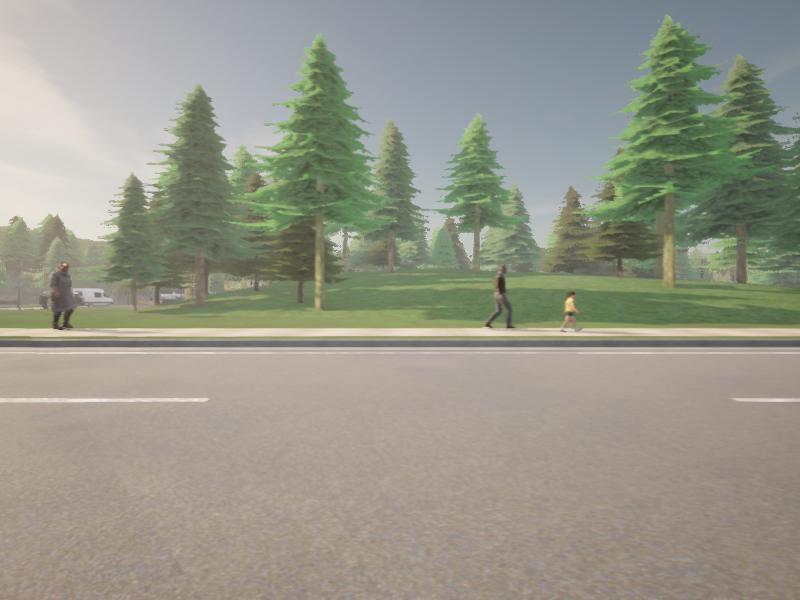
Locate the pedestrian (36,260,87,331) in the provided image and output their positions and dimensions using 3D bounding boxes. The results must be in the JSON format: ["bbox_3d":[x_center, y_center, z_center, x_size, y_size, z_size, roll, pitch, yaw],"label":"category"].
[{"bbox_3d":[-9.220,-0.123,10.934,0.751,1.860,0.751,0,0,0],"label":"pedestrian"}]

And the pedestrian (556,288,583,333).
[{"bbox_3d":[4.278,0.251,10.127,0.500,1.100,0.500,0,0,6],"label":"pedestrian"}]

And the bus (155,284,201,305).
[{"bbox_3d":[-47.527,-1.119,86.125,3.944,4.253,10.273,0,0,1],"label":"bus"}]

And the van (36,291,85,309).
[{"bbox_3d":[-40.820,-0.007,48.310,2.069,2.038,4.480,0,1,1],"label":"van"}]

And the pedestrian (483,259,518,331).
[{"bbox_3d":[2.700,-0.128,10.821,0.751,1.860,0.751,0,0,0],"label":"pedestrian"}]

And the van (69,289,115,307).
[{"bbox_3d":[-44.213,-0.281,57.625,1.988,2.561,5.915,0,0,1],"label":"van"}]
